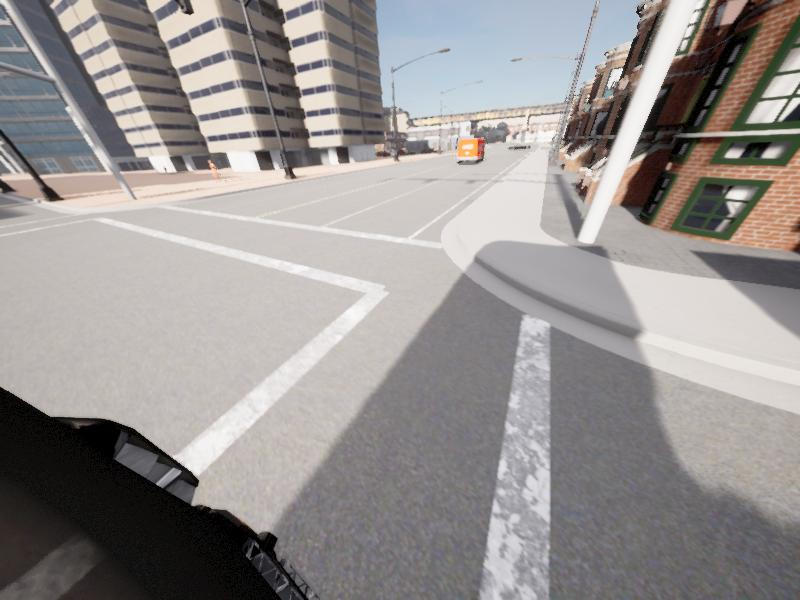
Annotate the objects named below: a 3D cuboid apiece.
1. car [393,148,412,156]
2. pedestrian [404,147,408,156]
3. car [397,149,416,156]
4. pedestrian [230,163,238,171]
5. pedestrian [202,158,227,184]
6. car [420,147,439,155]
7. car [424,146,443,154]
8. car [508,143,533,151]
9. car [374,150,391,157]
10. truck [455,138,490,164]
[{"bbox_3d":[0.677,-41.659,65.155,4.856,1.649,2.033,13,37,24],"label":"car"},{"bbox_3d":[1.572,-35.997,55.922,0.751,1.860,0.751,8,35,16],"label":"pedestrian"},{"bbox_3d":[1.949,-43.423,67.919,5.357,1.411,2.033,13,37,24],"label":"car"},{"bbox_3d":[-28.388,-22.792,39.485,0.500,1.100,0.500,-6,34,-4],"label":"pedestrian"},{"bbox_3d":[-15.854,-11.007,19.749,0.751,1.860,0.751,10,36,19],"label":"pedestrian"},{"bbox_3d":[7.783,-39.958,61.984,4.674,1.442,1.812,13,37,24],"label":"car"},{"bbox_3d":[9.295,-41.804,64.545,5.008,1.535,1.882,13,37,24],"label":"car"},{"bbox_3d":[27.690,-35.104,53.046,4.718,1.301,1.895,15,38,24],"label":"car"},{"bbox_3d":[-5.376,-45.087,71.253,4.792,1.488,2.163,13,37,24],"label":"car"},{"bbox_3d":[9.013,-18.442,28.571,2.627,2.467,5.204,15,38,25],"label":"truck"}]
